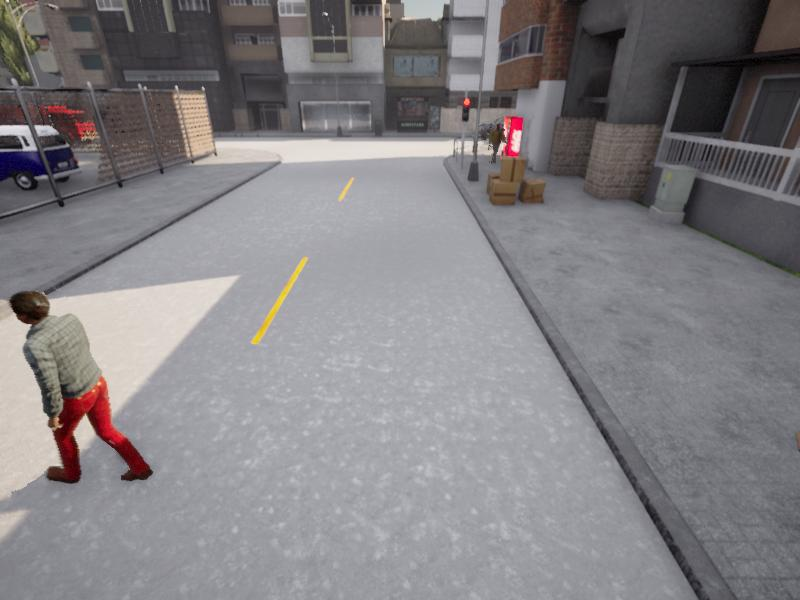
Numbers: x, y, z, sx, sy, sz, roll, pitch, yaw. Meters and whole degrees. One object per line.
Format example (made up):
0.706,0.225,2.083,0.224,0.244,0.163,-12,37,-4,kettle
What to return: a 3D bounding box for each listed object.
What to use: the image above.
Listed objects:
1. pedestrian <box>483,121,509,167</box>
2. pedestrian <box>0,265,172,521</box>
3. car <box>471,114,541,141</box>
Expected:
4.343,-7.095,18.178,0.751,1.860,0.751,-3,27,-6,pedestrian
-2.590,0.745,3.104,0.751,1.860,0.751,2,27,3,pedestrian
7.849,-13.007,30.104,4.553,1.767,2.097,0,27,0,car
